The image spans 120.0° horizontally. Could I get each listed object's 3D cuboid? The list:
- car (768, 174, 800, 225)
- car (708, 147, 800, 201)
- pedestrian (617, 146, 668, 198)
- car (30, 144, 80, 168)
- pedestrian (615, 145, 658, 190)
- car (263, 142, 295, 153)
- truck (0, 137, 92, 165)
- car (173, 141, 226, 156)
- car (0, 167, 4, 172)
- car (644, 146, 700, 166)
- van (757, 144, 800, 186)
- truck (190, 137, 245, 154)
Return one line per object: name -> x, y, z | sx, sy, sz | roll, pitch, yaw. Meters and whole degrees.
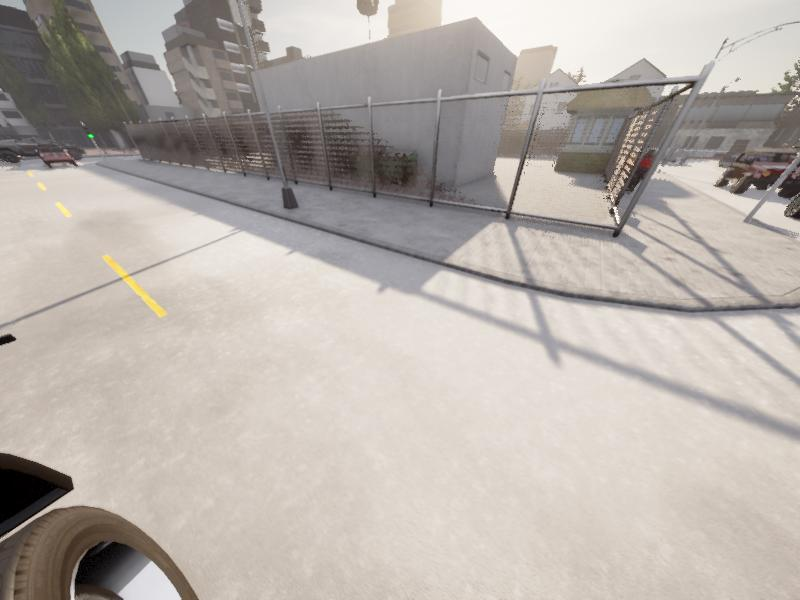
car -> 13.584, -2.618, 6.314 | 2.033, 1.649, 4.856 | 22, 41, 28
car -> 18.050, -6.400, 11.486 | 1.905, 1.878, 3.866 | 22, 41, 28
pedestrian -> 10.336, -5.504, 9.948 | 0.751, 1.860, 0.751 | 23, 41, 28
car -> -31.113, -13.055, 20.820 | 3.988, 1.617, 1.851 | 24, 42, 30
pedestrian -> 11.655, -6.570, 11.471 | 0.751, 1.860, 0.751 | 21, 40, 27
car -> -21.594, -27.505, 41.538 | 1.812, 1.442, 4.674 | 22, 41, 28
truck -> -36.879, -15.238, 23.449 | 2.390, 2.098, 6.274 | 22, 41, 28
car -> -28.679, -21.886, 33.340 | 1.930, 1.638, 5.238 | 23, 41, 29
car -> -32.215, -10.492, 17.289 | 4.193, 1.474, 1.816 | 19, 39, 25
car -> 29.032, -15.582, 24.929 | 2.128, 1.511, 4.902 | 15, 38, 20
van -> 25.405, -8.417, 14.322 | 1.775, 1.987, 4.442 | 22, 41, 28
truck -> -29.601, -25.252, 37.713 | 2.390, 2.098, 6.274 | 22, 41, 28
